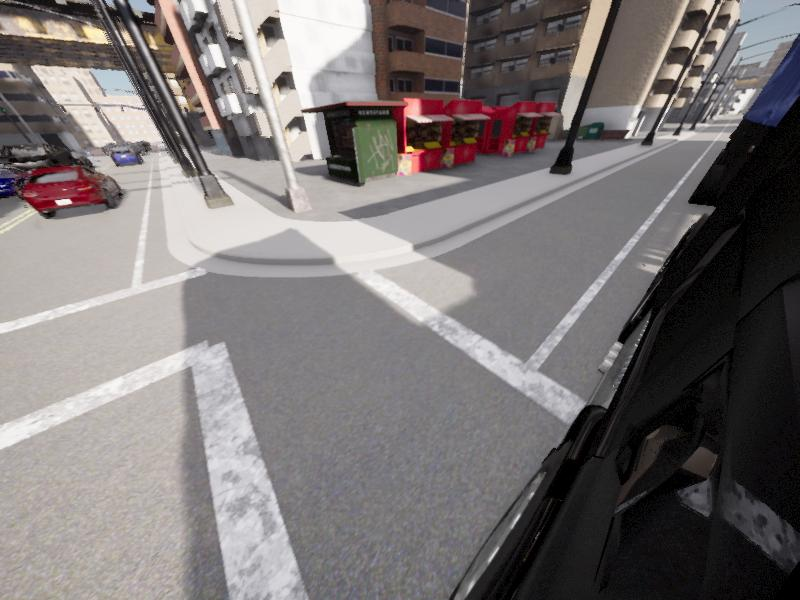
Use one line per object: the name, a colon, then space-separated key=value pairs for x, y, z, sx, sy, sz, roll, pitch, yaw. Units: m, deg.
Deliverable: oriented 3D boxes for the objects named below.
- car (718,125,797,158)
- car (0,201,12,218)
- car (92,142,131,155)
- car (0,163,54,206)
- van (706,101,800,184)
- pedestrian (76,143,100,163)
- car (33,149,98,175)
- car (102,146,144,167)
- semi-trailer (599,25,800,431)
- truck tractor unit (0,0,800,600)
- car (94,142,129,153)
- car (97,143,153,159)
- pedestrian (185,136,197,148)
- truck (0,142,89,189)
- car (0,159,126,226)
car: x=23.362 y=-10.562 z=15.300 sx=4.902 sy=1.511 sz=2.128 roll=-29 pitch=44 yaw=-31
car: x=-14.511 y=-2.658 z=6.330 sx=2.150 sy=2.045 sz=5.566 roll=-29 pitch=44 yaw=-30
car: x=-52.661 y=-27.778 z=42.327 sx=2.038 sy=1.542 sz=4.974 roll=-12 pitch=38 yaw=-11
car: x=-19.293 y=-5.557 z=11.088 sx=1.895 sy=1.301 sz=4.718 roll=-29 pitch=44 yaw=-30
van: x=16.378 y=-7.074 z=10.183 sx=6.366 sy=2.431 sz=2.351 roll=-29 pitch=44 yaw=-31
pedestrian: x=-35.813 y=-16.822 z=26.515 sx=0.751 sy=1.860 sz=0.751 roll=24 pitch=45 yaw=31
car: x=-29.255 y=-12.280 z=20.451 sx=2.163 sy=1.488 sz=4.792 roll=-29 pitch=44 yaw=-30
car: x=-28.282 y=-14.853 z=23.777 sx=2.163 sy=1.488 sz=4.792 roll=-30 pitch=45 yaw=-31
semi-trailer: x=8.618 y=-3.646 z=4.323 sx=14.254 sy=4.402 sz=2.717 roll=-29 pitch=44 yaw=-31
truck tractor unit: x=2.645 y=-0.295 z=0.351 sx=6.516 sy=4.208 sz=3.053 roll=-28 pitch=44 yaw=-30
car: x=-52.682 y=-27.933 z=42.272 sx=1.853 sy=1.218 sz=4.536 roll=-12 pitch=38 yaw=-11
car: x=-39.311 y=-21.514 z=33.259 sx=2.128 sy=1.511 sz=4.902 roll=0 pitch=37 yaw=4
pedestrian: x=-41.316 y=-31.227 z=45.616 sx=0.751 sy=1.860 sz=0.751 roll=16 pitch=41 yaw=23
truck: x=-24.560 y=-9.402 z=15.837 sx=2.390 sy=2.098 sz=6.274 roll=-29 pitch=44 yaw=-30
car: x=-12.639 y=-4.394 z=8.993 sx=1.812 sy=1.442 sz=4.674 roll=-28 pitch=44 yaw=-30
